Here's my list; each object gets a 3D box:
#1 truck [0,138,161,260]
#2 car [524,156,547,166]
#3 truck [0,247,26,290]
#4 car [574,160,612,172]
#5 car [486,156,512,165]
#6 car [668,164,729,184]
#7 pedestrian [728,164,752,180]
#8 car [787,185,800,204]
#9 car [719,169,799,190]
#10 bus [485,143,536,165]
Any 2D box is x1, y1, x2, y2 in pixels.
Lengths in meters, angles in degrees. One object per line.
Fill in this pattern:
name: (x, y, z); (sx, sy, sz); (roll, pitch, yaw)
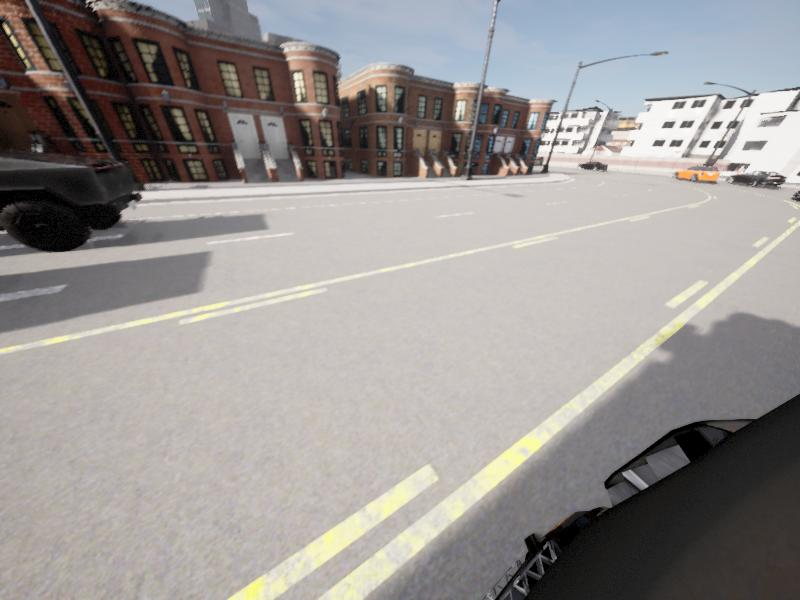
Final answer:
truck: (-9.769, -2.042, 4.638); (6.274, 2.098, 2.390); (-16, 37, -25)
car: (32.115, -33.031, 54.813); (1.905, 1.878, 3.866); (-15, 37, -24)
truck: (-9.155, -0.014, 1.572); (6.274, 2.098, 2.390); (-16, 37, -26)
car: (35.363, -24.662, 42.492); (1.882, 1.535, 5.008); (-8, 34, -15)
car: (22.072, -31.279, 51.801); (1.801, 1.575, 5.366); (-15, 37, -24)
car: (36.469, -15.625, 28.483); (2.097, 1.767, 4.553); (9, 34, 10)
pedestrian: (45.735, -17.226, 31.102); (0.751, 1.860, 0.751); (6, 33, 6)
car: (28.095, -6.919, 14.758); (4.611, 1.667, 2.242); (-27, 43, -37)
car: (39.131, -13.384, 25.465); (2.128, 1.511, 4.902); (11, 34, 13)
bus: (26.532, -35.761, 56.475); (3.944, 4.253, 10.273); (-15, 37, -25)
